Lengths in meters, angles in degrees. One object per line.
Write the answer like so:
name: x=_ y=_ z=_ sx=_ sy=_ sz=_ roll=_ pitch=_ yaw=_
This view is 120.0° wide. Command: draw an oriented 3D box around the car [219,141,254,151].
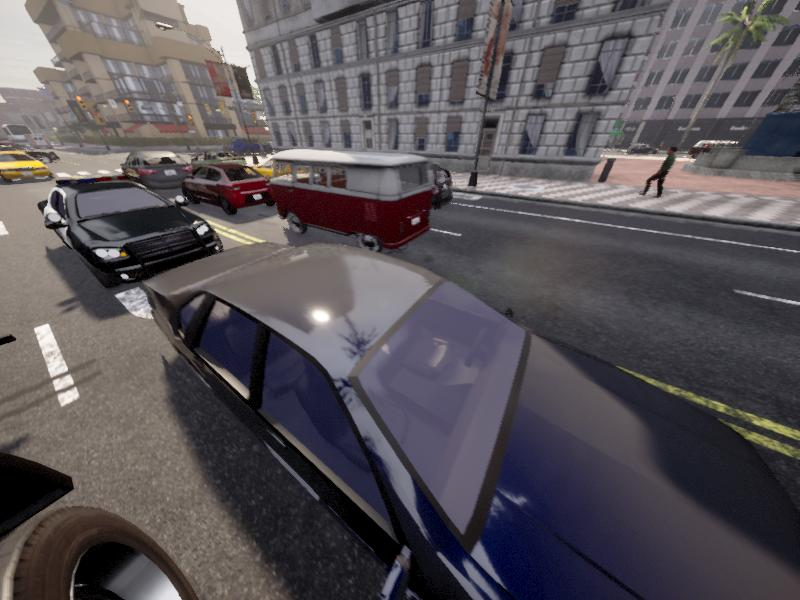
car: x=-31.071 y=-29.343 z=44.013 sx=2.163 sy=1.488 sz=4.792 roll=21 pitch=40 yaw=26

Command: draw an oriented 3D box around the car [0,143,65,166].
car: x=-35.513 y=-13.288 z=21.074 sx=1.930 sy=1.638 sz=5.238 roll=21 pitch=40 yaw=26

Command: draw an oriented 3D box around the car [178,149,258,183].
car: x=-11.632 y=-8.668 z=14.794 sx=4.514 sy=1.525 sz=2.007 roll=20 pitch=40 yaw=26

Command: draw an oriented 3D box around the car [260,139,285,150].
car: x=-26.993 y=-33.117 z=49.056 sx=1.905 sy=1.878 sz=3.866 roll=21 pitch=40 yaw=26

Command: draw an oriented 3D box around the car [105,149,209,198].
car: x=-12.258 y=-6.554 z=11.666 sx=4.611 sy=1.667 sz=2.242 roll=23 pitch=41 yaw=29

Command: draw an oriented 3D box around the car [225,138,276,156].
car: x=-21.433 y=-22.251 z=33.526 sx=2.150 sy=2.045 sz=5.566 roll=19 pitch=39 yaw=25

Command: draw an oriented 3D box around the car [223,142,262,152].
car: x=-28.531 y=-27.846 z=41.984 sx=2.033 sy=1.411 sz=5.357 roll=21 pitch=40 yaw=26

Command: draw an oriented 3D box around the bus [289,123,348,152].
bus: x=-15.607 y=-32.114 z=45.650 sx=3.944 sy=4.253 sz=10.273 roll=21 pitch=40 yaw=26

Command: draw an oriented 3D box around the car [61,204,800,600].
car: x=-0.358 y=0.446 z=2.065 sx=5.357 sy=1.411 sz=2.033 roll=21 pitch=40 yaw=26

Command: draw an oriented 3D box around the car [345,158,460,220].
car: x=0.047 y=-4.292 z=8.649 sx=3.705 sy=1.549 sz=1.789 roll=21 pitch=40 yaw=26

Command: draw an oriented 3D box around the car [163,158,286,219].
car: x=-6.692 y=-4.409 z=8.834 sx=4.193 sy=1.474 sz=1.816 roll=21 pitch=40 yaw=26

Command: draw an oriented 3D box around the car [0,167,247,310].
car: x=-6.003 y=-1.759 z=5.033 sx=4.974 sy=1.542 sz=2.038 roll=21 pitch=40 yaw=26

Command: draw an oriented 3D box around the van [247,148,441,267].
van: x=-1.462 y=-2.637 z=5.911 sx=4.442 sy=1.987 sz=1.775 roll=21 pitch=40 yaw=27

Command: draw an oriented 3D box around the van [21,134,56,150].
van: x=-72.005 y=-31.508 z=45.961 sx=6.366 sy=2.431 sz=2.351 roll=20 pitch=40 yaw=26

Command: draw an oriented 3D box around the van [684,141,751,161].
van: x=41.544 y=-19.720 z=30.402 sx=2.069 sy=2.038 sz=4.480 roll=-16 pitch=38 yaw=-23

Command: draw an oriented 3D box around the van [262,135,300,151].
van: x=-24.155 y=-32.150 z=47.222 sx=2.351 sy=2.431 sz=6.366 roll=21 pitch=40 yaw=26

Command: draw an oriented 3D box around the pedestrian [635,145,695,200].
pedestrian: x=10.639 y=-5.160 z=9.383 sx=0.751 sy=1.860 sz=0.751 roll=19 pitch=39 yaw=24

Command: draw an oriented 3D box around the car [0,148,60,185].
car: x=-23.333 y=-8.265 z=14.091 sx=5.366 sy=1.575 sz=1.801 roll=21 pitch=40 yaw=26

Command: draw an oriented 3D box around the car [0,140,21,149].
car: x=-77.673 y=-30.816 z=45.798 sx=4.674 sy=1.442 sz=1.812 roll=20 pitch=40 yaw=26

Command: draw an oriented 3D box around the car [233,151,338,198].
car: x=-5.847 y=-6.537 z=11.766 sx=5.366 sy=1.575 sz=1.801 roll=21 pitch=40 yaw=26
